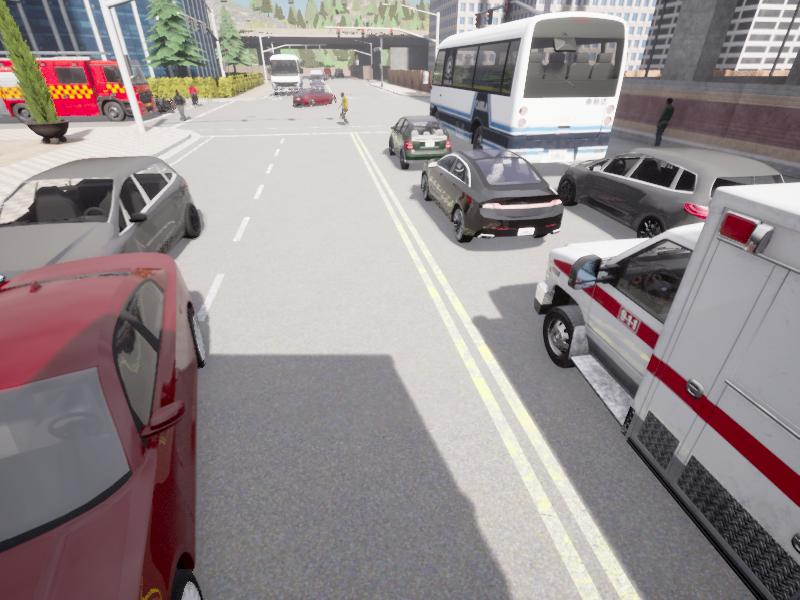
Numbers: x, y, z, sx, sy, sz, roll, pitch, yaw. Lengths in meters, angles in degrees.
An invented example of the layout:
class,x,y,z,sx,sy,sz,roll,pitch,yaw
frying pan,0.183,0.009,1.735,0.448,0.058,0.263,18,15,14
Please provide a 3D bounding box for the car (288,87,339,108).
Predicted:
class,x,y,z,sx,sy,sz,roll,pitch,yaw
car,-7.578,-17.996,35.473,1.994,1.385,4.181,18,35,28

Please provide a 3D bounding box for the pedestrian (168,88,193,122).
class,x,y,z,sx,sy,sz,roll,pitch,yaw
pedestrian,-13.663,-12.156,24.947,0.751,1.860,0.751,-5,31,-8

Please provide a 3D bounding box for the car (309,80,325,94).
class,x,y,z,sx,sy,sz,roll,pitch,yaw
car,-10.716,-27.585,51.818,1.812,1.442,4.674,-5,31,-9

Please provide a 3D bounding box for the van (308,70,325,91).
class,x,y,z,sx,sy,sz,roll,pitch,yaw
van,-12.103,-31.906,58.132,1.988,2.561,5.915,-5,31,-9

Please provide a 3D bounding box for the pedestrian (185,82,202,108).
class,x,y,z,sx,sy,sz,roll,pitch,yaw
pedestrian,-17.473,-17.355,33.852,0.751,1.860,0.751,-6,31,-10

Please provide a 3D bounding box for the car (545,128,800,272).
class,x,y,z,sx,sy,sz,roll,pitch,yaw
car,5.409,-2.443,8.533,2.242,1.667,4.611,-5,31,-9

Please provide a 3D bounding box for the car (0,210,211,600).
class,x,y,z,sx,sy,sz,roll,pitch,yaw
car,-2.611,0.908,2.934,1.882,1.535,5.008,-12,32,-20

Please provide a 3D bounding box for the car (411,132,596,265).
class,x,y,z,sx,sy,sz,roll,pitch,yaw
car,1.774,-2.585,8.938,2.128,1.511,4.902,-5,31,-9

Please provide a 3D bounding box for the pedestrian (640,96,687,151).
class,x,y,z,sx,sy,sz,roll,pitch,yaw
pedestrian,10.196,-6.844,15.523,0.751,1.860,0.751,-8,31,-14

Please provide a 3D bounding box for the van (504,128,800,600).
class,x,y,z,sx,sy,sz,roll,pitch,yaw
van,3.125,0.793,2.246,2.351,2.431,6.366,-5,31,-9

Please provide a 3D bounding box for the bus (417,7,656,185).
class,x,y,z,sx,sy,sz,roll,pitch,yaw
bus,3.717,-7.947,15.397,3.944,4.253,10.273,-5,31,-9

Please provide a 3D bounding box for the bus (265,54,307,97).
class,x,y,z,sx,sy,sz,roll,pitch,yaw
bus,-13.867,-27.988,49.728,3.944,4.253,10.273,-5,31,-9

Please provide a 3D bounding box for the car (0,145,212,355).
class,x,y,z,sx,sy,sz,roll,pitch,yaw
car,-4.958,-1.210,6.448,2.242,1.667,4.611,-5,30,-8

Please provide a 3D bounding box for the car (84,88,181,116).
class,x,y,z,sx,sy,sz,roll,pitch,yaw
car,-19.177,-14.325,28.933,5.238,1.638,1.930,-5,31,-9

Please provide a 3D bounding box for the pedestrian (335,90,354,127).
class,x,y,z,sx,sy,sz,roll,pitch,yaw
pedestrian,-3.172,-10.946,22.861,0.751,1.860,0.751,-14,33,-22

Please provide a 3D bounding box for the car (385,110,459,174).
class,x,y,z,sx,sy,sz,roll,pitch,yaw
car,0.637,-5.794,14.390,1.789,1.549,3.705,-5,31,-9

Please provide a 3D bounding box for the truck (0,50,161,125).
class,x,y,z,sx,sy,sz,roll,pitch,yaw
truck,-20.573,-13.303,25.020,8.468,3.827,2.891,-5,31,-8
